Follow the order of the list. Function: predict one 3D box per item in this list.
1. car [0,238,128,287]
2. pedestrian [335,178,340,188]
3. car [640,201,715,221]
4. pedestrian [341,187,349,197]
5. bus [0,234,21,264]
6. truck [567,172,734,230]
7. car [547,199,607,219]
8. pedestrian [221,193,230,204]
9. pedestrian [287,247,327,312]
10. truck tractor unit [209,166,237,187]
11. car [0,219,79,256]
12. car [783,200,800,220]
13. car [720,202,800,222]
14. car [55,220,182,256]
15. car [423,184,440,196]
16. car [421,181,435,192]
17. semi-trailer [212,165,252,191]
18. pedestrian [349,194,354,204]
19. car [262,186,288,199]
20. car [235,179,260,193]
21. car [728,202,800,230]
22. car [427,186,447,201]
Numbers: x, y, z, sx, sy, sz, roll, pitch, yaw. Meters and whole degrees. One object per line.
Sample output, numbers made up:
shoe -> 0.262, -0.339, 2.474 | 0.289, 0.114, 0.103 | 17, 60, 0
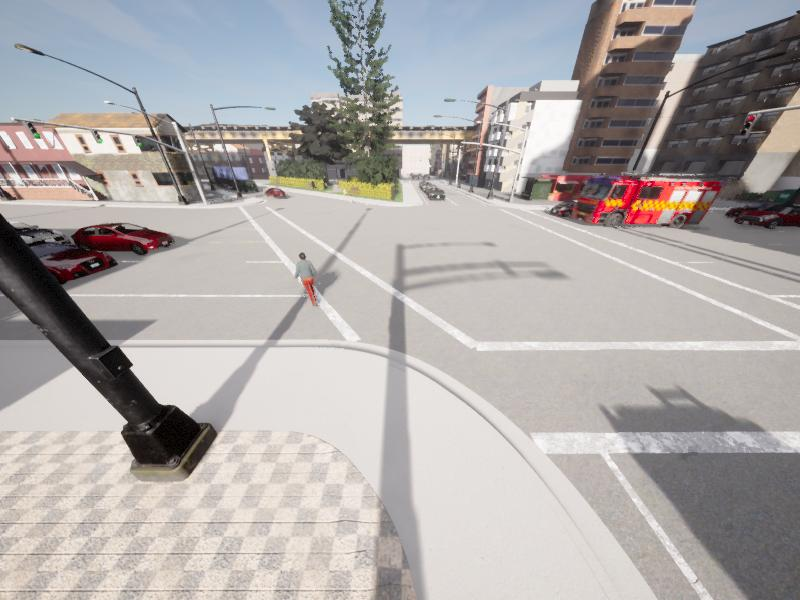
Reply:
car -> -14.909, -1.637, 9.684 | 4.181, 1.385, 1.994 | 0, 30, 0
pedestrian -> -13.096, -24.573, 48.552 | 0.751, 1.860, 0.751 | -2, 30, -3
car -> 26.225, -8.499, 21.973 | 4.181, 1.385, 1.994 | 1, 30, 0
pedestrian -> -8.495, -16.730, 35.642 | 0.751, 1.300, 0.751 | -23, 37, -34
bus -> -24.494, -2.997, 9.004 | 10.273, 4.253, 3.944 | 1, 30, 0
truck -> 19.094, -7.891, 18.319 | 8.468, 3.827, 2.891 | 0, 30, -1
car -> 16.615, -8.637, 21.911 | 3.806, 1.475, 1.970 | 0, 30, 0
pedestrian -> -21.357, -12.435, 28.320 | 0.500, 1.100, 0.500 | -25, 38, -37
pedestrian -> -3.016, -0.683, 7.586 | 0.751, 1.860, 0.751 | -17, 34, -26
truck tractor unit -> -41.291, -28.729, 53.803 | 3.053, 4.208, 6.516 | -24, 37, -39
car -> -21.198, -3.455, 12.659 | 3.806, 1.475, 1.970 | 0, 30, 0
car -> 41.191, -8.489, 22.071 | 4.611, 1.667, 2.242 | 1, 30, 0
car -> 34.313, -8.438, 22.081 | 4.181, 1.385, 1.994 | 1, 30, -1
car -> -15.142, -3.436, 12.690 | 4.193, 1.474, 1.816 | 0, 30, 0
car -> 5.369, -19.041, 39.809 | 2.163, 1.488, 4.792 | 0, 30, 0
car -> 5.412, -22.577, 45.794 | 2.152, 1.651, 5.027 | 0, 30, 0
semi-trailer -> -35.715, -25.983, 48.875 | 14.254, 4.402, 2.717 | 27, 39, 38
pedestrian -> -6.114, -12.684, 29.127 | 0.500, 1.100, 0.500 | -6, 31, -11
car -> -19.133, -16.458, 35.373 | 1.812, 1.442, 4.674 | -27, 39, -38
car -> -28.755, -21.470, 43.498 | 5.566, 2.045, 2.150 | 26, 39, 37
car -> 30.992, -6.905, 18.907 | 4.553, 1.767, 2.097 | 1, 30, -1
car -> 5.324, -15.635, 33.769 | 2.152, 1.651, 5.027 | 0, 30, 1
